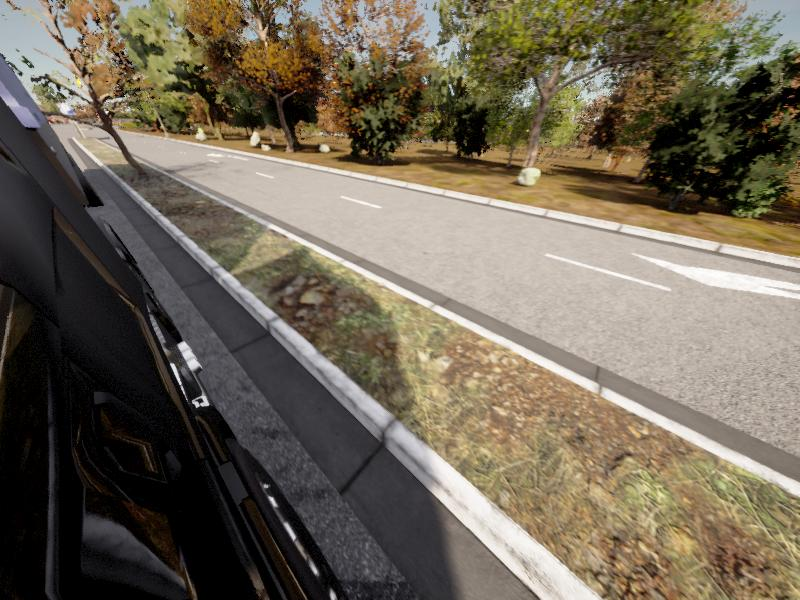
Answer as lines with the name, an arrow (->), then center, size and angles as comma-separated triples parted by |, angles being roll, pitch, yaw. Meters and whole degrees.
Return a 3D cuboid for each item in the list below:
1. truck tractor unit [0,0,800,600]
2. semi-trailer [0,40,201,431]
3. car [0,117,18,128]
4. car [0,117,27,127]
truck tractor unit -> -2.645, -0.295, 0.351 | 6.516, 4.208, 3.053 | 28, 44, 30
semi-trailer -> -8.707, -3.575, 4.254 | 14.254, 4.402, 2.717 | 28, 43, 30
car -> -73.479, -31.881, 41.417 | 2.163, 1.488, 4.792 | 17, 40, 19
car -> -75.359, -33.393, 43.301 | 1.946, 1.575, 5.366 | 17, 39, 19
